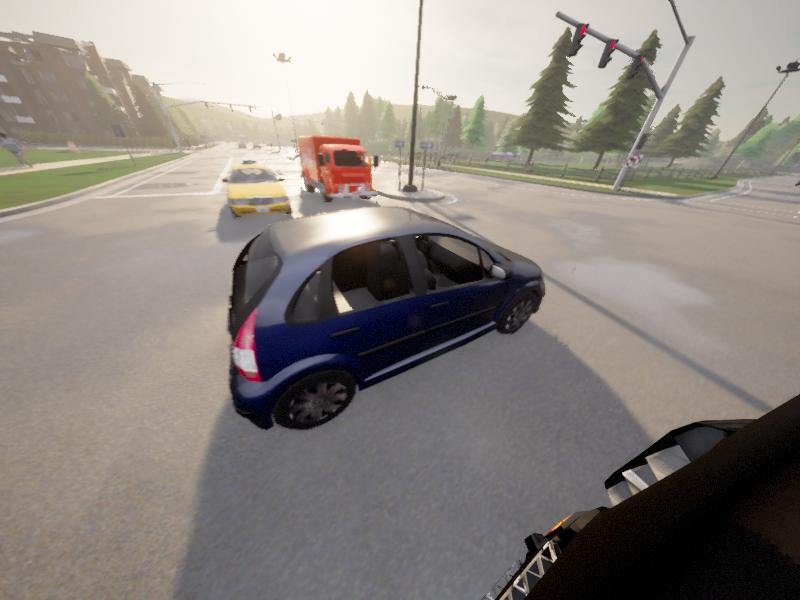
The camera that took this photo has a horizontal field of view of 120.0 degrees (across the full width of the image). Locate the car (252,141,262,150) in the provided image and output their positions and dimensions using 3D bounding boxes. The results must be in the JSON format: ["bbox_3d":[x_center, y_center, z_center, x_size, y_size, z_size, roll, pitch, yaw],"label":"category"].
[{"bbox_3d":[-40.074,-43.209,64.642,1.905,1.878,3.866,-16,38,-26],"label":"car"}]

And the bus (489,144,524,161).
[{"bbox_3d":[34.588,-47.894,74.992,10.273,4.253,3.944,-16,38,-26],"label":"bus"}]

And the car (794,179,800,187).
[{"bbox_3d":[54.058,-15.659,30.228,4.193,1.474,1.816,-16,38,-26],"label":"car"}]

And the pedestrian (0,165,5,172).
[{"bbox_3d":[-21.962,-7.593,11.833,0.751,1.860,0.751,-13,36,-22],"label":"pedestrian"}]

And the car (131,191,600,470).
[{"bbox_3d":[0.119,-0.270,2.927,3.988,1.617,1.851,-16,38,-26],"label":"car"}]

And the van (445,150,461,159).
[{"bbox_3d":[16.005,-43.990,69.799,4.442,1.987,1.775,-16,38,-26],"label":"van"}]

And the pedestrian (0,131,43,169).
[{"bbox_3d":[-22.579,-8.768,13.564,0.751,1.860,0.751,-13,37,-22],"label":"pedestrian"}]

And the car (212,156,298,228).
[{"bbox_3d":[-5.421,-4.334,8.688,1.801,1.575,5.366,-16,38,-25],"label":"car"}]

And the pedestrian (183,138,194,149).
[{"bbox_3d":[-42.844,-31.763,46.835,0.751,1.860,0.751,-6,34,-13],"label":"pedestrian"}]

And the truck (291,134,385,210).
[{"bbox_3d":[-3.080,-6.289,10.986,2.627,2.467,5.204,-16,38,-25],"label":"truck"}]

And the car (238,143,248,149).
[{"bbox_3d":[-43.396,-42.386,63.668,1.895,1.301,4.718,-16,38,-26],"label":"car"}]

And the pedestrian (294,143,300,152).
[{"bbox_3d":[-26.821,-39.644,60.186,0.751,1.860,0.751,-25,42,-35],"label":"pedestrian"}]
